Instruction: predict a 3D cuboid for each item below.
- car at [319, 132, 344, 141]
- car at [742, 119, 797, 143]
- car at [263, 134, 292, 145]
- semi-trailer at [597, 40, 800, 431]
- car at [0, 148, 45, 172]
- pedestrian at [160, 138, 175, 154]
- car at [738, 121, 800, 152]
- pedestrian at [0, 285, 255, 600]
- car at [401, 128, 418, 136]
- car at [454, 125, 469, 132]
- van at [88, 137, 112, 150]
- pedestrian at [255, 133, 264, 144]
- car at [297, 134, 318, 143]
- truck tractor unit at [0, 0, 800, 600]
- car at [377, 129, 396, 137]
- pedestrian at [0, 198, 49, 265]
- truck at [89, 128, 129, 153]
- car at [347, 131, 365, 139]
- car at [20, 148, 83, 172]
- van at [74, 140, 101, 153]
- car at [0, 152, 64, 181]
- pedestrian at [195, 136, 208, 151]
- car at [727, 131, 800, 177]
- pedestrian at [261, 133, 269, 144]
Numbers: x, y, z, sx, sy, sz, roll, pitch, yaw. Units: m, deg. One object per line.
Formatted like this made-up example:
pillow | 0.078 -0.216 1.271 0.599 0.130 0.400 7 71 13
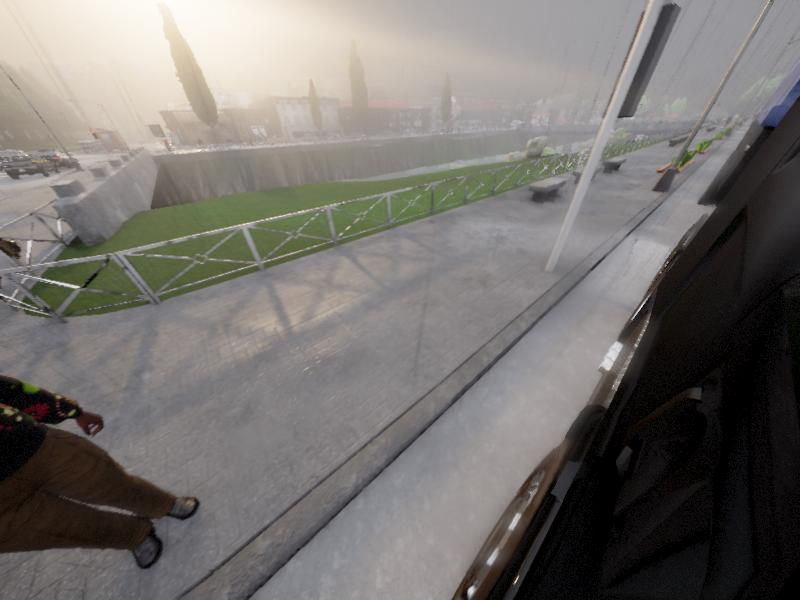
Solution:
car | -16.761 -40.317 56.858 5.238 1.638 1.930 -28 44 -30
car | 33.362 -15.373 20.952 4.514 1.525 2.007 -28 44 -30
car | -26.701 -35.067 50.444 5.027 1.651 2.152 -28 44 -30
semi-trailer | 8.720 -3.579 4.223 14.254 4.402 2.717 -28 44 -30
car | -39.406 -14.311 23.526 2.033 1.649 4.856 -27 43 -28
pedestrian | -33.082 -21.946 32.932 0.751 1.860 0.751 -28 44 -30
car | 26.507 -11.762 16.530 4.514 1.525 2.007 -28 44 -30
pedestrian | -1.570 0.736 0.956 0.751 1.860 0.751 12 39 18
car | 2.789 -50.621 69.473 4.856 1.649 2.033 -28 44 -30
car | 21.793 -60.633 81.741 5.238 1.638 1.930 -28 44 -30
van | -74.195 -38.769 57.229 1.988 2.561 5.915 -28 44 -30
pedestrian | -30.681 -35.169 50.390 0.751 1.860 0.751 25 45 31
car | -21.468 -37.767 53.866 3.806 1.475 1.970 -28 44 -30
truck tractor unit | 2.645 -0.295 0.351 6.516 4.208 3.053 -28 44 -30
car | -3.678 -47.210 65.301 5.238 1.638 1.930 -28 44 -30
pedestrian | -8.561 -1.706 4.602 0.751 1.860 0.751 -28 44 -30
truck | -59.985 -33.128 47.886 2.891 3.827 8.468 -28 44 -30
car | -11.479 -43.032 60.314 3.806 1.475 1.970 -28 44 -30
car | -33.034 -13.467 22.127 2.038 1.542 4.974 -28 44 -30
van | -64.027 -31.481 47.417 2.069 2.038 4.480 -28 44 -30
car | -28.819 -10.509 18.000 1.816 1.474 4.193 -28 44 -30
pedestrian | -31.430 -24.702 36.507 0.751 1.860 0.751 -31 45 -32
car | 17.335 -6.869 10.661 4.181 1.385 1.994 -28 44 -30
pedestrian | -29.877 -35.771 51.146 0.751 1.860 0.751 -20 41 -22
